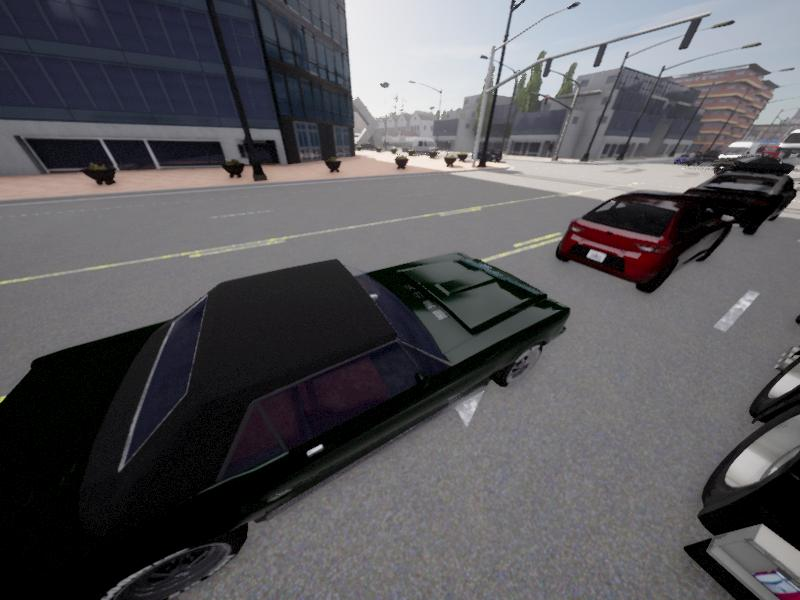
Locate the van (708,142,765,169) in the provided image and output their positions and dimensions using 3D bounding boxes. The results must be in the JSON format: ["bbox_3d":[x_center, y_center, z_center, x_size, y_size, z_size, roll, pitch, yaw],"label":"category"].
[{"bbox_3d":[40.436,-17.456,27.779,5.915,2.561,1.988,-18,39,-24],"label":"van"}]

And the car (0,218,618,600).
[{"bbox_3d":[-0.469,0.409,2.271,4.718,1.301,1.895,-18,39,-24],"label":"car"}]

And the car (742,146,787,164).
[{"bbox_3d":[54.313,-21.660,34.407,5.566,2.045,2.150,-18,39,-24],"label":"car"}]

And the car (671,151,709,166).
[{"bbox_3d":[37.913,-18.520,30.210,4.193,1.474,1.816,-17,39,-24],"label":"car"}]

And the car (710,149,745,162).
[{"bbox_3d":[52.325,-23.118,36.936,5.008,1.535,1.882,-18,39,-24],"label":"car"}]

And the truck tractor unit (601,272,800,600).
[{"bbox_3d":[5.129,-0.280,0.773,6.516,4.208,3.053,-17,39,-24],"label":"truck tractor unit"}]

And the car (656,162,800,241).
[{"bbox_3d":[11.400,-3.505,7.706,5.238,1.638,1.930,-18,39,-24],"label":"car"}]

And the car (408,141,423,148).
[{"bbox_3d":[6.259,-61.790,91.900,5.566,2.045,2.150,-6,35,-11],"label":"car"}]

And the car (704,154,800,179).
[{"bbox_3d":[29.500,-11.140,19.241,5.008,1.535,1.882,2,35,2],"label":"car"}]

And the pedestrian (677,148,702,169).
[{"bbox_3d":[31.698,-15.490,25.305,0.751,1.860,0.751,13,36,17],"label":"pedestrian"}]

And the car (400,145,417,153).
[{"bbox_3d":[1.919,-34.311,52.322,2.033,1.411,5.357,-10,36,-15],"label":"car"}]

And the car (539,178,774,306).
[{"bbox_3d":[5.402,-1.544,4.960,4.193,1.474,1.816,-18,39,-24],"label":"car"}]

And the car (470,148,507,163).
[{"bbox_3d":[11.405,-19.000,30.224,1.816,1.474,4.193,-17,38,-24],"label":"car"}]

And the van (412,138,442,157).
[{"bbox_3d":[4.473,-26.619,40.181,1.988,2.561,5.915,-17,38,-24],"label":"van"}]

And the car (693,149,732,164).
[{"bbox_3d":[45.871,-21.068,33.901,5.238,1.638,1.930,-18,39,-24],"label":"car"}]

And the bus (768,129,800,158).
[{"bbox_3d":[75.107,-29.316,43.241,10.273,4.253,3.944,-18,39,-24],"label":"bus"}]
